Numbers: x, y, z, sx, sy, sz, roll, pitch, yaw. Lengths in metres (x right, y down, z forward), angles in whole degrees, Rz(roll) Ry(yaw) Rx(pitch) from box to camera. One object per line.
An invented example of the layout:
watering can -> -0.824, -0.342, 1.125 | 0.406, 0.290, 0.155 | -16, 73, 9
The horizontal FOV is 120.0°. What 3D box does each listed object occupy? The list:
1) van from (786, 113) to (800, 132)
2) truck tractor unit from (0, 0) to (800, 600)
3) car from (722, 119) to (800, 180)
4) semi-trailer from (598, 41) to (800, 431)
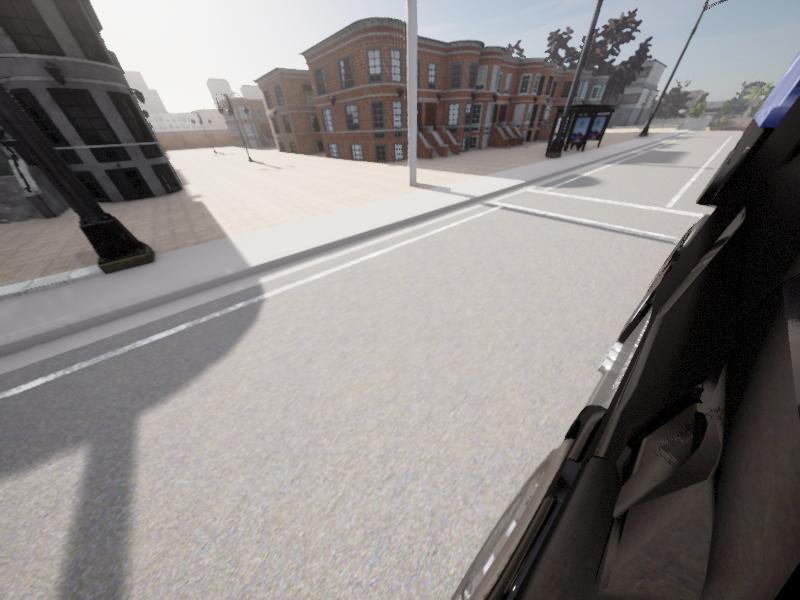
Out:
van -> 50.536, -22.305, 28.369 | 5.915, 2.561, 1.988 | -27, 44, -31
truck tractor unit -> 2.645, -0.295, 0.351 | 6.516, 4.208, 3.053 | -28, 44, -30
car -> 16.368, -6.628, 9.975 | 4.553, 1.767, 2.097 | -28, 44, -30
semi-trailer -> 8.691, -3.609, 4.237 | 14.254, 4.402, 2.717 | -28, 44, -30
